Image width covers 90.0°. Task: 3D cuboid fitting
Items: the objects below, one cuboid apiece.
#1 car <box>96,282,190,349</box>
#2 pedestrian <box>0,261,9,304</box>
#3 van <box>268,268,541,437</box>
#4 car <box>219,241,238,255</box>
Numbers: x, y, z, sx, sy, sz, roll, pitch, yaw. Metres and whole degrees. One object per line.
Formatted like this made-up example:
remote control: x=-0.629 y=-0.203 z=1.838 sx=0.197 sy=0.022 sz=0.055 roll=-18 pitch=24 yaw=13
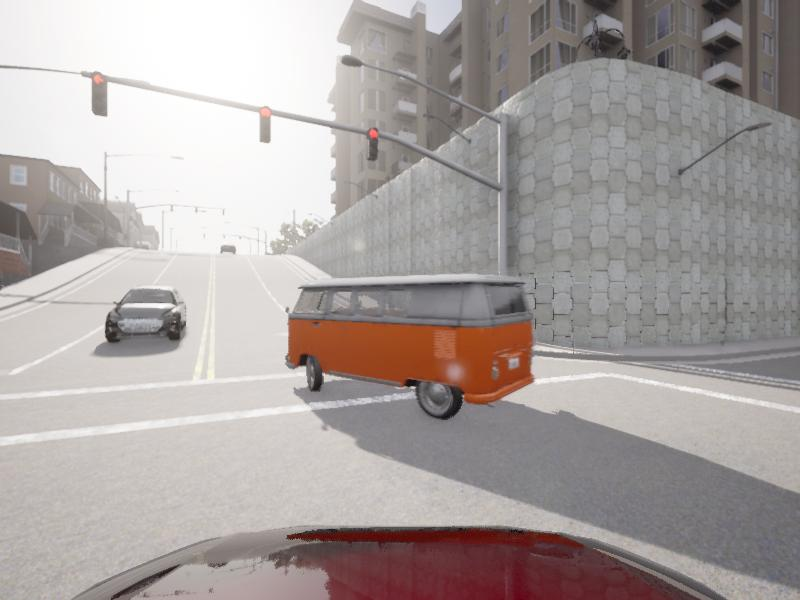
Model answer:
car: x=-8.470 y=0.328 z=13.689 sx=2.033 sy=1.649 sz=4.856 roll=0 pitch=5 yaw=-25
pedestrian: x=-17.580 y=-0.753 z=17.282 sx=0.751 sy=1.860 sz=0.751 roll=0 pitch=0 yaw=-19
van: x=-0.150 y=0.594 z=6.765 sx=4.442 sy=1.987 sz=1.775 roll=0 pitch=1 yaw=39
car: x=-22.674 y=-6.789 z=52.770 sx=2.128 sy=1.511 sz=4.902 roll=0 pitch=5 yaw=-25
